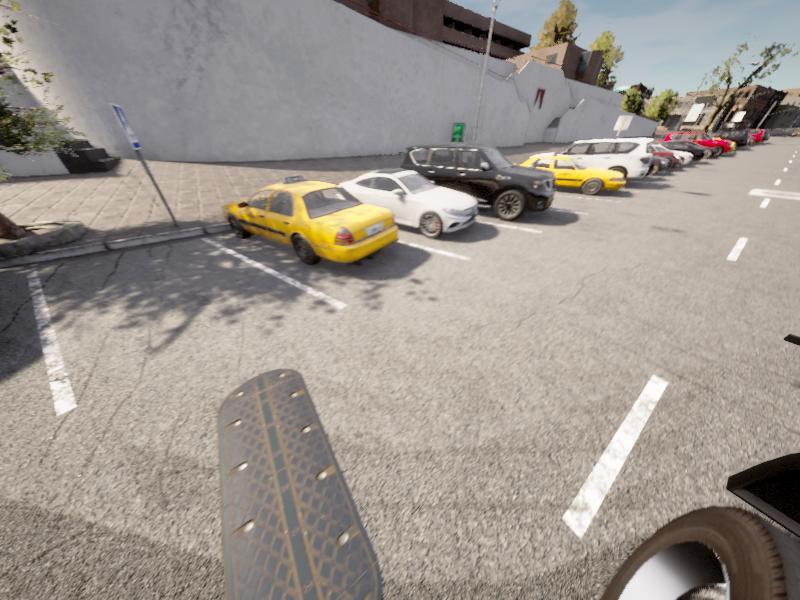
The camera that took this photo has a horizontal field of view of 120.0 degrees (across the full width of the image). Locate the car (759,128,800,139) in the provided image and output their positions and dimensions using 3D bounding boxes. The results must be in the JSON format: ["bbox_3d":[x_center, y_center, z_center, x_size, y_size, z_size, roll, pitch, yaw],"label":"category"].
[{"bbox_3d":[86.003,-37.722,52.307,1.932,1.855,4.605,-16,38,-22],"label":"car"}]

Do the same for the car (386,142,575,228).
[{"bbox_3d":[2.494,-4.381,8.298,5.566,2.045,2.435,21,40,29],"label":"car"}]

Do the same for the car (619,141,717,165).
[{"bbox_3d":[22.139,-12.443,19.493,5.008,1.535,2.097,21,41,29],"label":"car"}]

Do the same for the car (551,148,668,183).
[{"bbox_3d":[12.278,-8.268,14.023,4.792,1.488,2.163,21,41,29],"label":"car"}]

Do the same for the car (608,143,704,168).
[{"bbox_3d":[19.679,-11.371,18.152,4.674,1.452,2.002,21,41,29],"label":"car"}]

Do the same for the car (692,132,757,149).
[{"bbox_3d":[44.265,-21.903,31.776,4.553,1.767,2.185,21,41,29],"label":"car"}]

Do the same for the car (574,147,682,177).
[{"bbox_3d":[14.767,-9.289,15.405,4.674,1.452,2.002,21,40,29],"label":"car"}]

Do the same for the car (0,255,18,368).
[{"bbox_3d":[-7.340,-0.107,2.868,4.792,1.488,2.163,21,40,29],"label":"car"}]

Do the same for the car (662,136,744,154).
[{"bbox_3d":[34.264,-17.726,26.442,5.366,1.575,1.946,21,41,29],"label":"car"}]

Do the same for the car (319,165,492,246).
[{"bbox_3d":[0.009,-3.138,7.082,4.674,1.452,2.002,21,40,29],"label":"car"}]

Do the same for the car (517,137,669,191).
[{"bbox_3d":[9.817,-7.467,12.482,5.566,2.045,2.435,21,41,29],"label":"car"}]

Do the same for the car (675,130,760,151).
[{"bbox_3d":[39.297,-19.955,28.972,5.566,2.045,2.435,21,41,29],"label":"car"}]

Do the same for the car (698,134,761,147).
[{"bbox_3d":[49.154,-23.875,34.636,4.892,1.521,2.231,21,40,29],"label":"car"}]

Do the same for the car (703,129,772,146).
[{"bbox_3d":[54.041,-26.140,37.263,5.566,2.045,2.435,21,41,29],"label":"car"}]

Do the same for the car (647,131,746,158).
[{"bbox_3d":[29.526,-15.783,23.457,5.566,2.045,2.435,21,41,29],"label":"car"}]

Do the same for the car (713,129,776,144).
[{"bbox_3d":[61.433,-29.212,41.406,5.566,2.045,2.435,21,41,29],"label":"car"}]

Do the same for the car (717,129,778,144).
[{"bbox_3d":[63.959,-30.218,42.759,5.566,2.045,2.435,21,40,29],"label":"car"}]

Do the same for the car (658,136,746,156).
[{"bbox_3d":[32.117,-16.573,24.893,5.366,1.575,1.946,21,41,29],"label":"car"}]

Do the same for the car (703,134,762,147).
[{"bbox_3d":[51.587,-24.883,36.039,4.792,1.488,2.163,21,41,29],"label":"car"}]

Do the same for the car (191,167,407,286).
[{"bbox_3d":[-2.603,-2.214,5.742,5.366,1.575,1.946,21,41,29],"label":"car"}]

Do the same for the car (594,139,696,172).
[{"bbox_3d":[17.194,-10.475,16.697,4.553,1.767,2.185,21,41,29],"label":"car"}]

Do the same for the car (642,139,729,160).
[{"bbox_3d":[27.076,-14.508,22.245,4.792,1.488,2.163,21,41,29],"label":"car"}]

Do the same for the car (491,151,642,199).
[{"bbox_3d":[7.539,-6.172,11.140,5.366,1.575,1.946,21,40,29],"label":"car"}]

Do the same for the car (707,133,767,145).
[{"bbox_3d":[56.378,-27.012,38.865,5.366,1.575,1.946,21,41,29],"label":"car"}]

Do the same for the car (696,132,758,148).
[{"bbox_3d":[46.673,-22.958,33.193,4.553,1.767,2.185,21,41,29],"label":"car"}]
